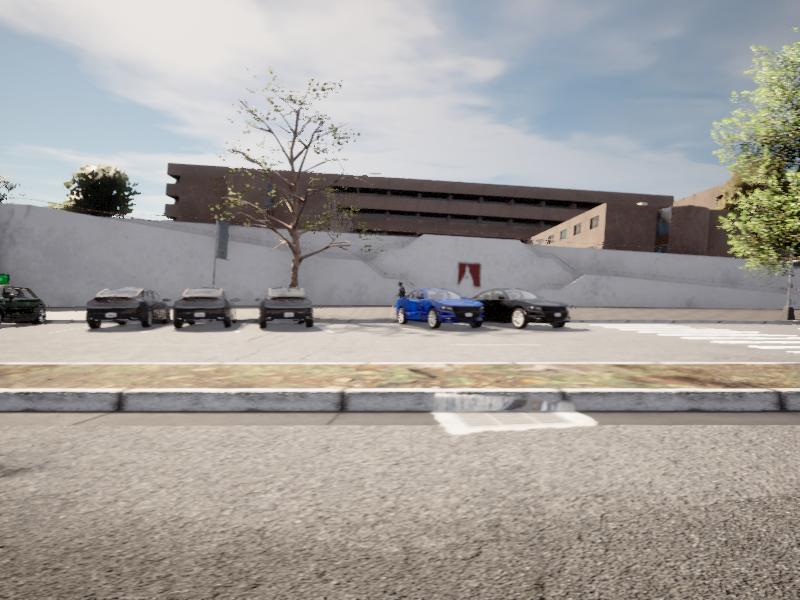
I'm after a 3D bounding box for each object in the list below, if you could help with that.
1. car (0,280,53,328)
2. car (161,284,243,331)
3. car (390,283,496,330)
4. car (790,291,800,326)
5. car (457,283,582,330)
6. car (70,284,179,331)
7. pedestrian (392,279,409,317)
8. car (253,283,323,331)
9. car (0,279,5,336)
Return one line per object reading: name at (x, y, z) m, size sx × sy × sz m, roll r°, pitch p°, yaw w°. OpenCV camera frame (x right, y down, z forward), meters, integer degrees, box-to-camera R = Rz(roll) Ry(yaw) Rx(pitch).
car at (-16.319, 0.165, 15.858) m, size 2.185 × 1.767 × 4.553 m, roll 0°, pitch -1°, yaw -17°
car at (-7.454, 0.265, 15.606) m, size 2.231 × 1.521 × 4.892 m, roll 0°, pitch -1°, yaw -19°
car at (1.418, 0.255, 15.640) m, size 2.097 × 1.535 × 5.008 m, roll 1°, pitch -1°, yaw -20°
car at (19.251, 0.357, 15.859) m, size 2.097 × 1.535 × 5.008 m, roll 1°, pitch -1°, yaw -21°
car at (4.381, 0.258, 15.675) m, size 2.097 × 1.535 × 5.008 m, roll 1°, pitch -1°, yaw -21°
car at (-10.410, 0.272, 15.649) m, size 2.231 × 1.521 × 4.892 m, roll 0°, pitch -1°, yaw -18°
pedestrian at (0.013, -0.089, 20.598) m, size 0.751 × 1.860 × 0.751 m, roll 4°, pitch 0°, yaw 1°
car at (-4.495, 0.260, 15.590) m, size 2.231 × 1.521 × 4.892 m, roll 0°, pitch -1°, yaw -19°
car at (-14.143, 0.218, 10.749) m, size 5.238 × 1.638 × 1.930 m, roll 0°, pitch 0°, yaw 2°
